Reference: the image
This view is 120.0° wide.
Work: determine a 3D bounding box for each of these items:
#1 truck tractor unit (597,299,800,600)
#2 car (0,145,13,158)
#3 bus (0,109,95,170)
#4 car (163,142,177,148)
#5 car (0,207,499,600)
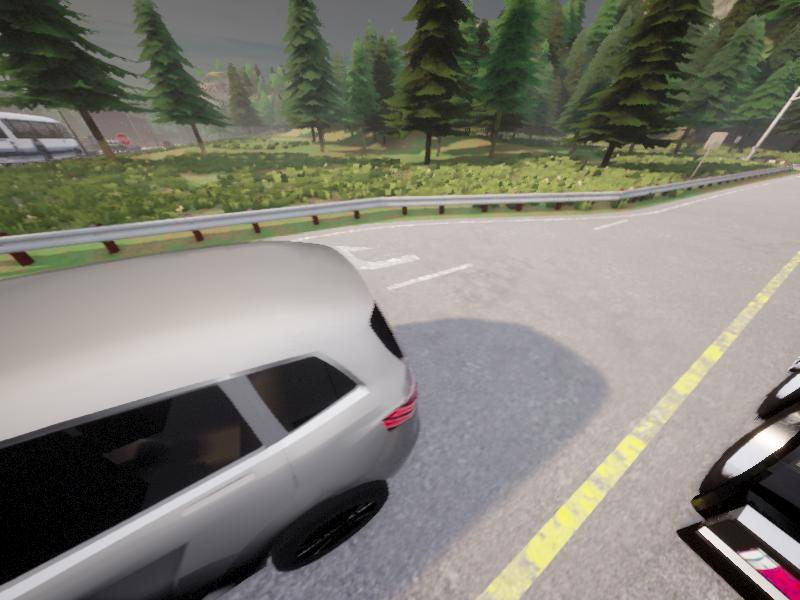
[{"bbox_3d":[5.166,-0.243,0.698,6.516,4.208,3.053,-16,38,-21],"label":"truck tractor unit"},{"bbox_3d":[-57.952,-20.191,31.483,4.792,1.488,2.163,-18,39,-24],"label":"car"},{"bbox_3d":[-36.842,-15.694,22.713,3.944,4.253,10.273,-17,38,-23],"label":"bus"},{"bbox_3d":[-73.986,-49.977,74.339,2.007,1.525,4.514,-17,38,-23],"label":"car"},{"bbox_3d":[-2.149,0.857,1.300,4.611,1.667,2.242,-18,39,-24],"label":"car"}]
